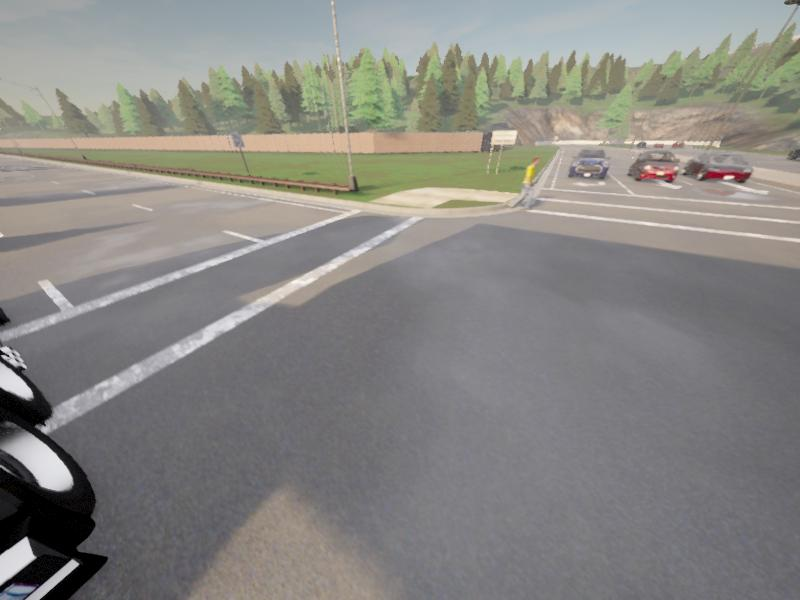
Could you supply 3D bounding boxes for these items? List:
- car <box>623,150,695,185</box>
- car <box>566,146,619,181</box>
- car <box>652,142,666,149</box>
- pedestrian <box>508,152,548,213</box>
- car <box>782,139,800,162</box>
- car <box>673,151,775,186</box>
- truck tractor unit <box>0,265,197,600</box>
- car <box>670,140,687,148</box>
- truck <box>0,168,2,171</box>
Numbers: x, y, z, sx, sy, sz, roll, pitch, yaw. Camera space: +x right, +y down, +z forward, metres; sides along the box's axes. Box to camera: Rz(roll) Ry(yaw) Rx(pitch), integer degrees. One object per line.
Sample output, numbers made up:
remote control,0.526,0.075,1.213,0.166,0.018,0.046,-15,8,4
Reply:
car,16.300,-8.621,14.837,1.851,1.617,3.988,18,39,25
car,13.350,-9.759,16.338,2.097,1.767,4.553,18,39,25
car,67.273,-40.231,60.038,1.895,1.301,4.718,27,43,34
pedestrian,4.646,-4.286,8.455,0.751,1.860,0.751,16,38,22
car,44.797,-15.722,24.376,2.150,2.045,5.566,18,39,24
car,20.449,-8.666,14.971,2.163,1.488,4.792,18,39,25
truck tractor unit,-5.114,-0.295,0.785,6.516,4.208,3.053,18,39,24
car,72.131,-40.384,59.788,4.553,1.767,2.097,-28,43,-34
truck,-41.951,-13.692,22.279,6.274,2.098,2.390,18,39,24
